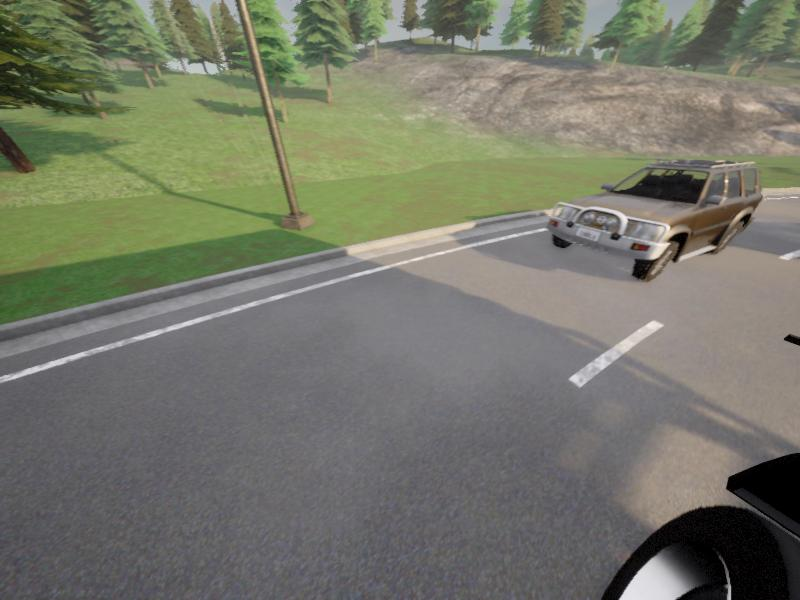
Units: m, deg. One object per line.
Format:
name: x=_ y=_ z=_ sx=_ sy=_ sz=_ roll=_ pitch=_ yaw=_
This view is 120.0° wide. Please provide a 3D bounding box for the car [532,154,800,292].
car: x=5.601 y=-1.959 z=4.981 sx=4.605 sy=1.855 sz=1.932 roll=-15 pitch=37 yaw=-20
